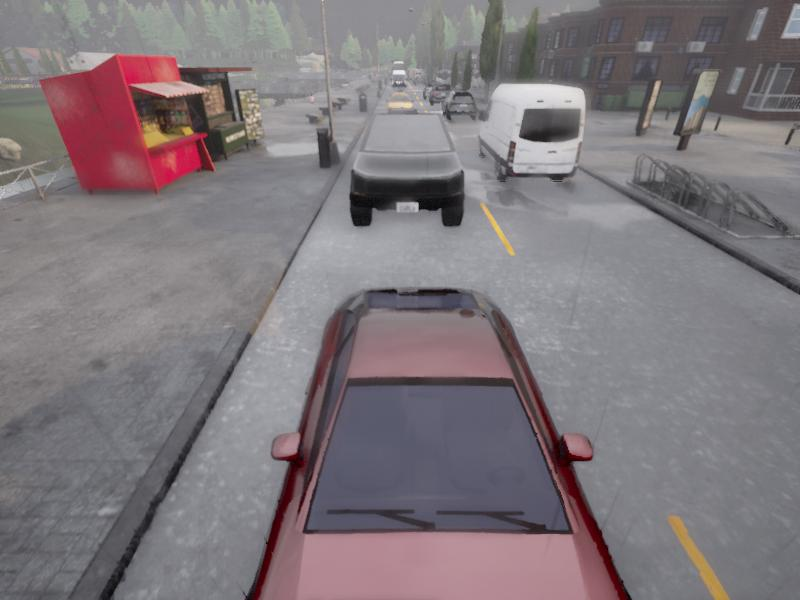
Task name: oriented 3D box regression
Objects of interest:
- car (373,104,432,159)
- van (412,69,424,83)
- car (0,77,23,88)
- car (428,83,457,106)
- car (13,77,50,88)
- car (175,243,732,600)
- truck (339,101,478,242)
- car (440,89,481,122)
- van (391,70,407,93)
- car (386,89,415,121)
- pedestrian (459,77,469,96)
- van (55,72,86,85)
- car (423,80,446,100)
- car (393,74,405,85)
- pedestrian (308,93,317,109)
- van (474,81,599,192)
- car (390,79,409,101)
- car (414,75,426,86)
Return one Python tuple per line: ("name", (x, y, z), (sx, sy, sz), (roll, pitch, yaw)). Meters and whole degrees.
("car", (0.104, -7.183, 16.797), (2.128, 1.511, 4.902), (0, 30, 0))
("van", (3.764, -48.158, 85.983), (2.351, 2.431, 6.366), (0, 30, 0))
("car", (-65.842, -36.397, 66.875), (1.970, 1.475, 3.806), (0, 30, 0))
("car", (3.827, -18.973, 36.810), (2.242, 1.667, 4.611), (0, 30, 1))
("car", (-61.843, -36.645, 67.246), (1.812, 1.442, 4.674), (0, 30, 0))
("car", (0.191, 1.016, 2.927), (1.994, 1.385, 4.181), (0, 30, 0))
("truck", (0.161, -3.643, 10.158), (2.390, 2.098, 6.274), (0, 30, 0))
("car", (3.973, -13.236, 27.037), (2.033, 1.649, 4.856), (0, 30, 0))
("van", (-0.118, -30.057, 54.869), (1.988, 2.561, 5.915), (0, 30, 0))
("car", (0.006, -13.413, 27.389), (1.801, 1.575, 5.366), (0, 30, 0))
("pedestrian", (7.124, -23.877, 44.761), (0.751, 1.860, 0.751), (-10, 32, -16))
("van", (-61.873, -41.628, 75.234), (1.775, 1.987, 4.442), (0, 30, 0))
("car", (3.627, -22.547, 42.926), (2.242, 1.667, 4.611), (1, 30, 2))
("car", (-0.194, -41.389, 75.043), (2.097, 1.767, 4.553), (0, 30, 0))
("pedestrian", (-6.934, -15.749, 31.630), (0.500, 1.100, 0.500), (-11, 32, -18))
("van", (3.982, -5.639, 13.141), (1.988, 2.561, 5.915), (0, 30, 1))
("car", (-0.062, -22.287, 42.273), (1.932, 1.855, 4.605), (0, 30, 0))
("car", (3.798, -42.246, 76.956), (2.152, 1.651, 5.027), (0, 30, 0))
